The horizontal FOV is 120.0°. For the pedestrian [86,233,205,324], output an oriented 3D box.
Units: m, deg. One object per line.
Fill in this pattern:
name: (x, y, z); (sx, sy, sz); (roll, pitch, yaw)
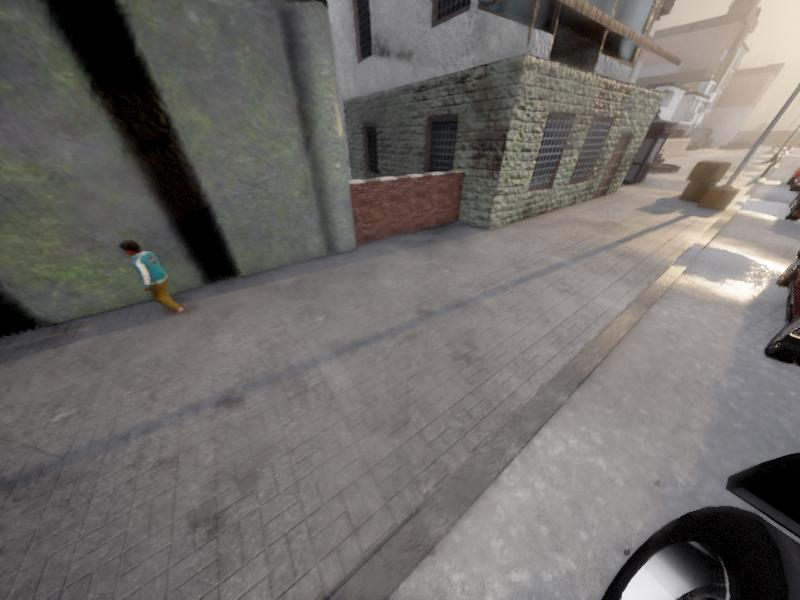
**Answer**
pedestrian: (-3.336, -0.279, 3.155); (0.500, 1.100, 0.500); (-7, 36, -9)

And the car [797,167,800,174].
car: (30.392, -9.965, 16.171); (3.866, 1.878, 1.905); (-22, 41, -28)

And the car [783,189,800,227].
car: (14.149, -3.157, 7.093); (4.181, 1.385, 1.994); (-23, 41, -28)

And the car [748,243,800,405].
car: (6.373, 0.045, 2.678); (4.718, 1.301, 1.895); (-22, 41, -28)

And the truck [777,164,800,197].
truck: (20.871, -6.354, 10.575); (5.204, 2.467, 2.627); (-24, 41, -26)
